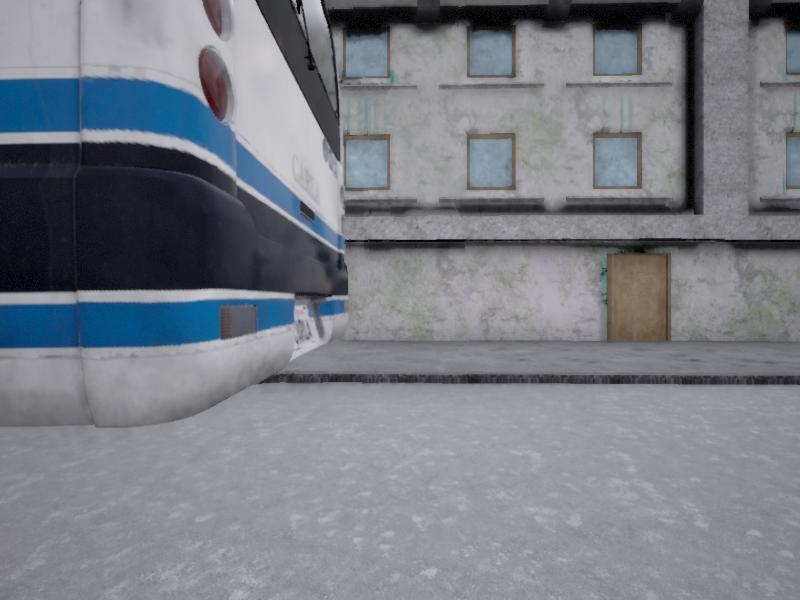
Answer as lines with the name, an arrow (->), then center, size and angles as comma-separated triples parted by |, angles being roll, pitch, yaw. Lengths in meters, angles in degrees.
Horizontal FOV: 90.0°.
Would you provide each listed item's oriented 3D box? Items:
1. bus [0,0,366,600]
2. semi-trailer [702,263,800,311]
bus -> -5.598, -1.141, 2.715 | 10.273, 4.253, 3.944 | -1, 0, 1
semi-trailer -> 38.376, -1.218, 42.366 | 2.717, 4.402, 14.254 | 0, 0, 4
